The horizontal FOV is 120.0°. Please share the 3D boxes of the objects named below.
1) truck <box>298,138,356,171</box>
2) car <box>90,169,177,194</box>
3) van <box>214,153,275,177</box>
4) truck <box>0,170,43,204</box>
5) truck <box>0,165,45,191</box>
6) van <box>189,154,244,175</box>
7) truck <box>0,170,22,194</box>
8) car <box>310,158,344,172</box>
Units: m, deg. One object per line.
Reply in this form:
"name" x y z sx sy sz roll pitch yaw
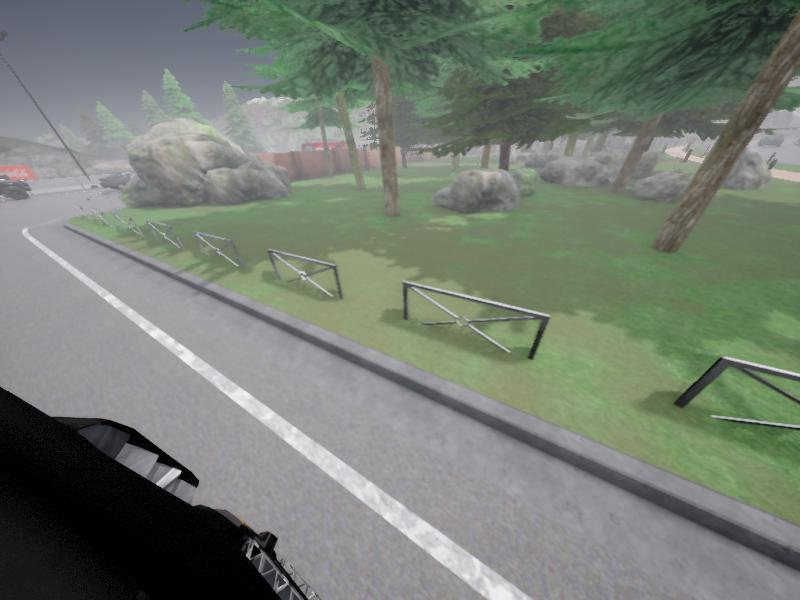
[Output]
"truck" -10.864 -22.671 35.810 2.891 3.827 8.468 15 38 25
"car" -24.885 -11.294 21.834 2.128 1.511 4.902 15 38 25
"van" -21.531 -19.077 32.468 2.351 2.431 6.366 15 38 25
"truck" -32.270 -7.964 16.846 2.390 2.098 6.274 15 38 25
"truck" -48.871 -14.904 28.224 2.627 2.467 5.204 15 37 25
"van" -29.922 -22.381 38.078 2.351 2.431 6.366 15 38 25
"truck" -44.249 -11.532 23.122 2.390 2.098 6.274 16 38 26
"car" -9.923 -18.604 31.838 1.994 1.385 4.181 15 38 25
